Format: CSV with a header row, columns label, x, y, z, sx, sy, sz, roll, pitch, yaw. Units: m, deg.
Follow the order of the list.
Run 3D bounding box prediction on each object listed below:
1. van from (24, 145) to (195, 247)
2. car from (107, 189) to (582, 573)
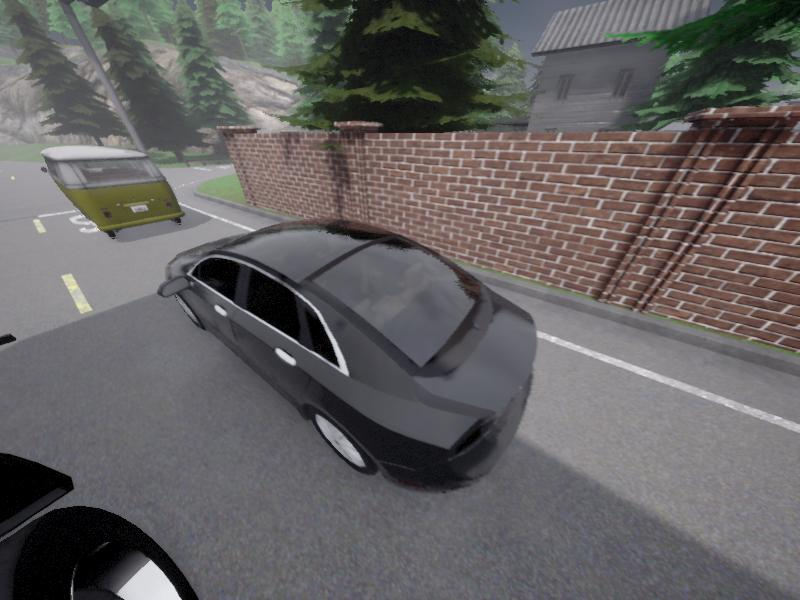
label,x,y,z,sx,sy,sz,roll,pitch,yaw
van,-8.484,-3.296,6.793,4.442,1.987,1.775,22,41,27
car,-1.088,-0.123,2.777,4.892,1.490,1.837,22,41,27
